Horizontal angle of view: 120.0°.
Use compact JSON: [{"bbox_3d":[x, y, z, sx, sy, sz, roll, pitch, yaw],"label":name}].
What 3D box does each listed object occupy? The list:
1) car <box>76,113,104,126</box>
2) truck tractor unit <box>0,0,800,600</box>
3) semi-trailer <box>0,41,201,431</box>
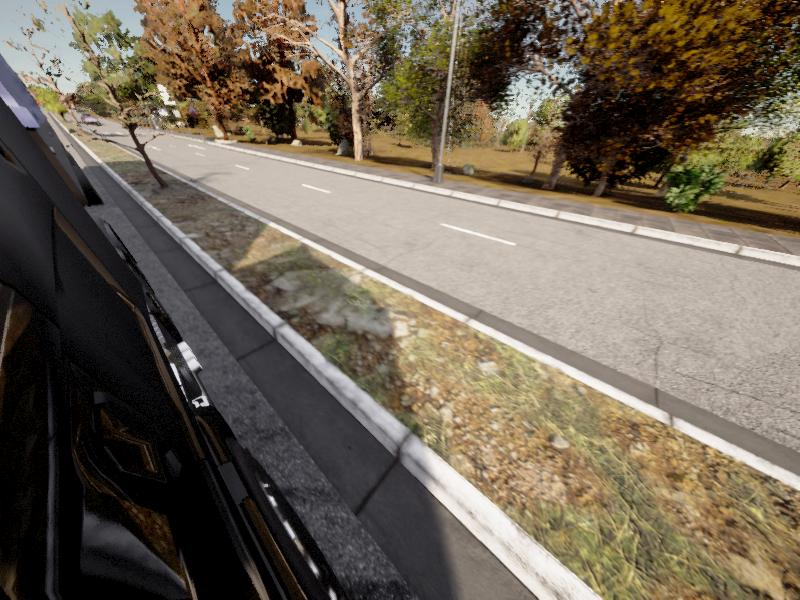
[{"bbox_3d":[-54.648,-31.846,40.693,4.856,1.649,2.033,29,44,29],"label":"car"},{"bbox_3d":[-2.645,-0.295,0.352,6.516,4.208,3.053,28,44,30],"label":"truck tractor unit"},{"bbox_3d":[-8.701,-3.590,4.246,14.254,4.402,2.717,28,43,30],"label":"semi-trailer"}]
